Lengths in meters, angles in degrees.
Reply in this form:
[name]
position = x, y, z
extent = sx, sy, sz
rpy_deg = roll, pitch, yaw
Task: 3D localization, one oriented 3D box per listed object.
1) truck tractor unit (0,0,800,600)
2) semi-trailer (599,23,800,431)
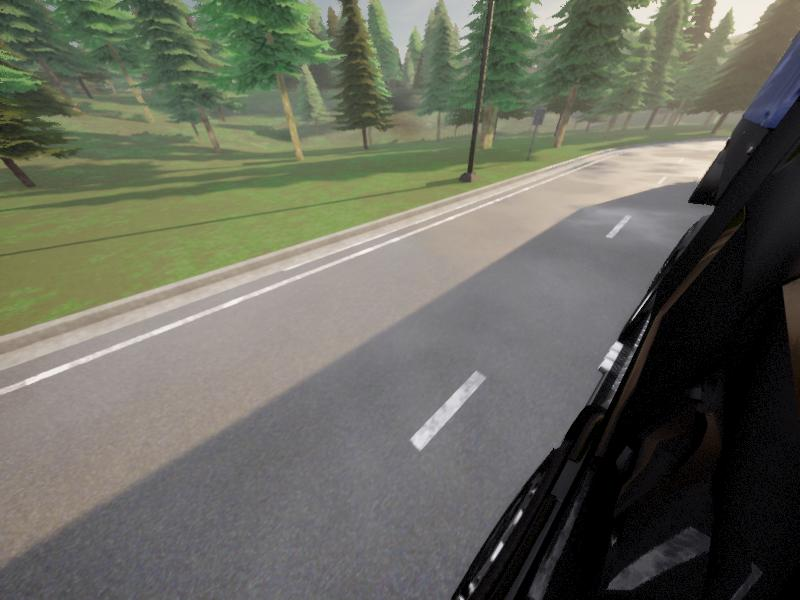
[truck tractor unit]
position = 2.645, -0.295, 0.351
extent = 6.516, 4.208, 3.053
rpy_deg = -28, 44, -30
[semi-trailer]
position = 8.604, -3.669, 4.315
extent = 14.254, 4.402, 2.717
rpy_deg = -29, 44, -31
